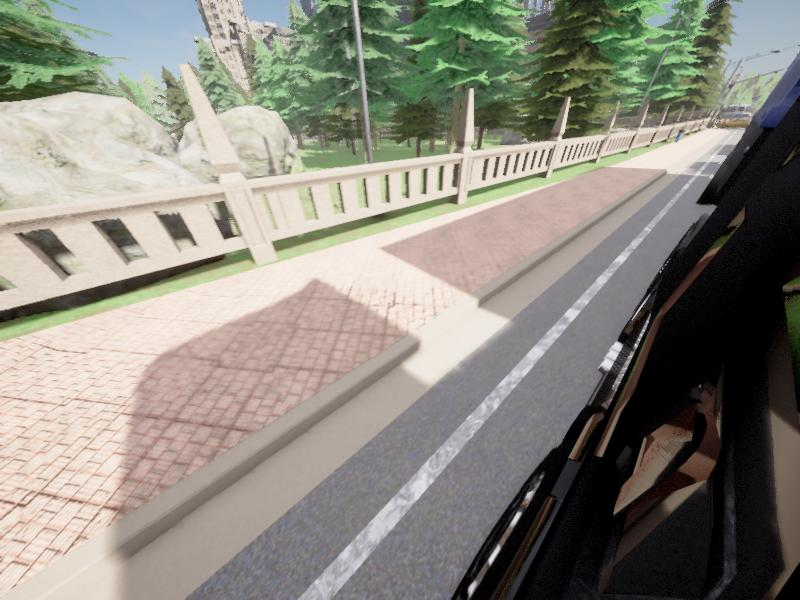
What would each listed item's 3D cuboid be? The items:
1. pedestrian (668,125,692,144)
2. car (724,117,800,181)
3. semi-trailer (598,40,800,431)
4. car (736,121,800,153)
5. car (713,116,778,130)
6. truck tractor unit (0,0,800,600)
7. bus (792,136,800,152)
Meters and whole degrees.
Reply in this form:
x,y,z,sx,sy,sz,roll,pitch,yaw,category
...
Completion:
x,y,z,sx,sy,sz,roll,pitch,yaw,category
24.067,-14.232,19.855,0.751,1.300,0.751,-28,44,-30,pedestrian
16.440,-6.681,10.020,4.605,1.855,1.932,-29,44,-30,car
8.697,-3.596,4.243,14.254,4.402,2.717,-28,44,-30,semi-trailer
25.049,-11.126,15.736,3.633,1.501,1.845,-28,44,-30,car
51.532,-26.513,34.667,1.801,1.575,5.366,-4,37,-1,car
2.645,-0.295,0.351,6.516,4.208,3.053,-28,44,-30,truck tractor unit
26.950,-10.422,12.403,10.273,4.253,3.944,-28,44,-30,bus
